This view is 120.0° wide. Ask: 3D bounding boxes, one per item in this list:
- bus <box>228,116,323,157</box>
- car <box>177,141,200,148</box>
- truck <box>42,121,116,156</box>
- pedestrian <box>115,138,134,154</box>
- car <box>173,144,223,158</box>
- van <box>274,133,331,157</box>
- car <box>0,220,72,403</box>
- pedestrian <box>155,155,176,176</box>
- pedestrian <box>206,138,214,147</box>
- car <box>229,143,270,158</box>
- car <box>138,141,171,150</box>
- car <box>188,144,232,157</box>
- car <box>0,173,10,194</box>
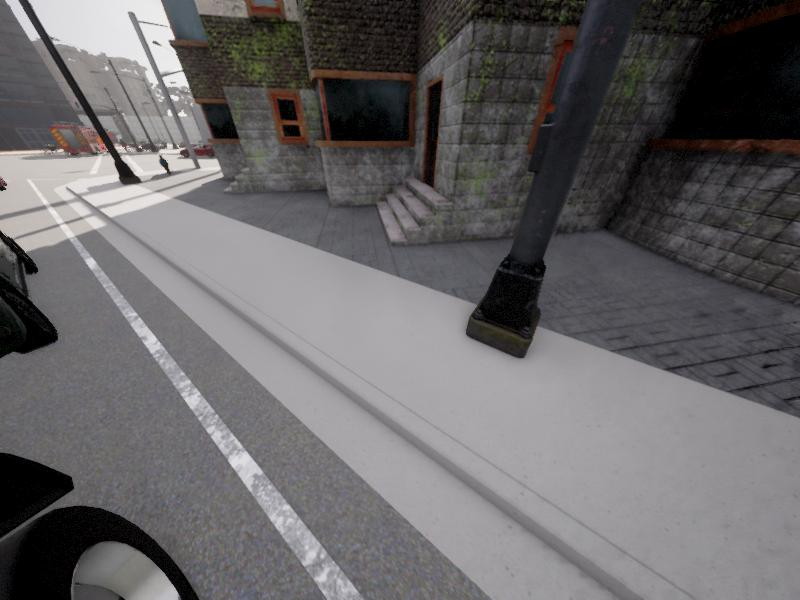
[{"bbox_3d":[-16.851,-22.966,32.532,10.273,4.253,3.944,-7,36,-7],"label":"bus"},{"bbox_3d":[-51.351,-37.864,56.215,1.994,1.385,4.181,-3,35,-5],"label":"car"},{"bbox_3d":[-47.161,-24.044,34.467,2.891,3.827,8.468,-19,39,-25],"label":"truck"},{"bbox_3d":[-40.350,-22.558,33.826,0.751,1.860,0.751,5,35,7],"label":"pedestrian"},{"bbox_3d":[-25.479,-18.953,29.328,4.193,1.474,1.816,-6,36,-8],"label":"car"},{"bbox_3d":[-12.719,-20.685,30.818,6.366,2.431,2.351,-6,36,-8],"label":"van"},{"bbox_3d":[-6.717,-0.405,2.703,5.566,2.045,2.150,22,40,28],"label":"car"},{"bbox_3d":[-14.843,-8.537,14.619,0.500,1.100,0.500,-28,44,-34],"label":"pedestrian"},{"bbox_3d":[-46.341,-38.493,56.414,0.751,1.860,0.751,-18,39,-25],"label":"pedestrian"},{"bbox_3d":[-19.512,-19.557,30.169,3.806,1.475,1.970,-6,36,-8],"label":"car"},{"bbox_3d":[-49.694,-31.473,46.998,2.038,1.542,4.974,-5,35,-8],"label":"car"},{"bbox_3d":[-26.298,-20.875,32.149,4.181,1.385,1.994,-6,36,-8],"label":"car"},{"bbox_3d":[-21.425,-6.189,11.327,4.674,1.442,1.812,23,41,28],"label":"car"}]
